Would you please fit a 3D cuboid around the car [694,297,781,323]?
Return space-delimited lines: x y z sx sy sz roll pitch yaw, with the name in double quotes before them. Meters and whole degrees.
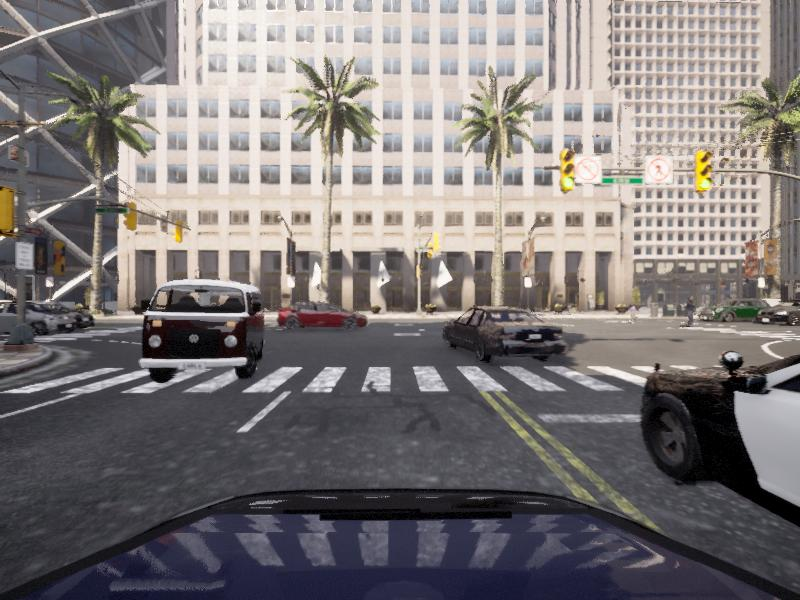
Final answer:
"car" 24.455 0.704 29.101 4.553 1.767 2.097 0 0 -1

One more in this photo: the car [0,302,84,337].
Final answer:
"car" -16.731 0.832 17.942 3.633 1.501 1.845 0 0 -2

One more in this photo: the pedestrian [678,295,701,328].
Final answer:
"pedestrian" 16.443 0.645 22.699 0.751 1.860 0.751 0 0 -1

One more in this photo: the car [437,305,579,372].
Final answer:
"car" 2.735 0.899 11.742 2.033 1.411 5.357 0 0 -9

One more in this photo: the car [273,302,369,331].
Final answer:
"car" -4.161 0.858 21.734 4.792 1.488 2.163 0 0 -1

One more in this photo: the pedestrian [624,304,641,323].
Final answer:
"pedestrian" 16.156 0.926 27.771 0.751 1.300 0.751 0 0 -3

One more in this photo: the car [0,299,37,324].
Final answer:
"car" -28.505 0.763 27.658 4.611 1.667 2.242 0 0 -9

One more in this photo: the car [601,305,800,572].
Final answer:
"car" 3.375 0.826 2.137 2.038 1.542 4.974 0 0 -1

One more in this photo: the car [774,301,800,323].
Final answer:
"car" 30.725 0.836 29.180 4.974 1.542 2.038 0 0 -1

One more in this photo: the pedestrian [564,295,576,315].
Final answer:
"pedestrian" 16.113 0.497 37.931 0.751 1.860 0.751 0 0 -1

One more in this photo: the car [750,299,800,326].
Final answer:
"car" 25.680 0.765 25.617 4.611 1.667 2.242 0 0 -1

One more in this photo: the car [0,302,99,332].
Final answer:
"car" -18.751 0.859 21.343 3.806 1.475 1.970 0 0 -4

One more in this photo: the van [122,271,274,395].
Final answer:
"van" -4.102 0.575 9.033 2.069 2.038 4.480 2 0 -14
